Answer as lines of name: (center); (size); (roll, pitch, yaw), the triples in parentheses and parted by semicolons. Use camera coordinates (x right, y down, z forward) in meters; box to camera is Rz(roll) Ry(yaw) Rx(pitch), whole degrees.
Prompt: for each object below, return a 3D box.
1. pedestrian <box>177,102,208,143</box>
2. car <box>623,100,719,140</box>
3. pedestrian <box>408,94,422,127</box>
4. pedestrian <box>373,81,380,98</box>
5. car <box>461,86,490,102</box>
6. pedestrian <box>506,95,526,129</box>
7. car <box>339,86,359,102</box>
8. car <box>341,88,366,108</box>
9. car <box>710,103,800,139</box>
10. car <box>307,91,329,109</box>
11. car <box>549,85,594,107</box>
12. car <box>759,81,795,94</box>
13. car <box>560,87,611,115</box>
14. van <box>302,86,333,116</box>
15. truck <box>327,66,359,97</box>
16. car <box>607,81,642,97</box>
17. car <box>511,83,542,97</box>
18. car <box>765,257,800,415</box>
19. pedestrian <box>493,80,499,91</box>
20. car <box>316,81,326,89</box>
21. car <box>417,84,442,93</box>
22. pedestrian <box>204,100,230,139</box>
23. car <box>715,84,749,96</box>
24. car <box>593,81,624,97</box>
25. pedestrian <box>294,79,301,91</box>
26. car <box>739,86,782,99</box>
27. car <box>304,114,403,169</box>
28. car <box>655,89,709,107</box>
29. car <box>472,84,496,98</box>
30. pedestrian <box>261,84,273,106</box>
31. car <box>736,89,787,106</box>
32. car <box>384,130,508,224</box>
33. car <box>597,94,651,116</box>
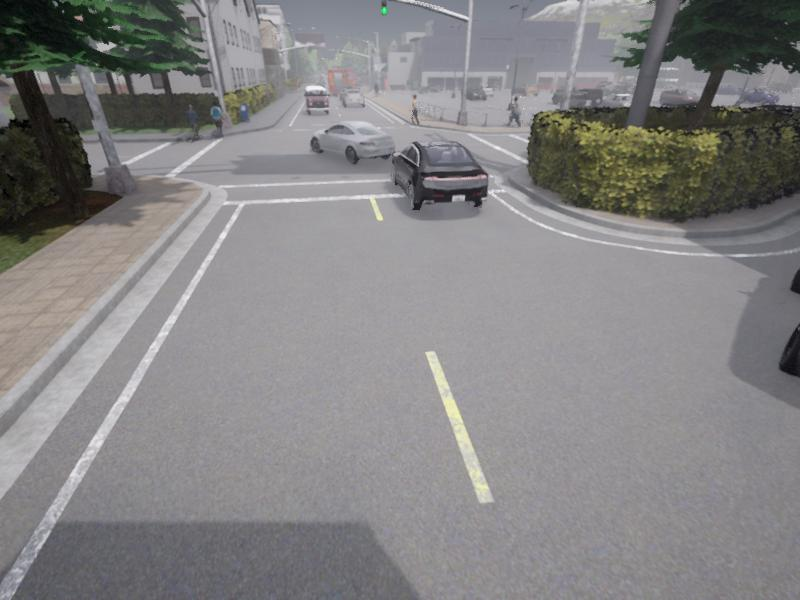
pedestrian: (-10.802, -9.275, 20.906); (0.751, 1.860, 0.751); (6, 30, 11)
car: (15.301, -10.262, 22.756); (3.866, 1.878, 1.905); (-5, 30, -8)
pedestrian: (0.945, -12.108, 25.564); (0.751, 1.860, 0.751); (-1, 30, -2)
pedestrian: (-3.025, -27.279, 51.865); (0.751, 1.860, 0.751); (4, 30, 7)
car: (9.231, -25.400, 49.294); (2.007, 1.523, 4.514); (-5, 30, -9)
pedestrian: (7.248, -11.784, 25.086); (0.751, 1.860, 0.751); (-5, 30, -8)
car: (-6.284, -25.064, 48.657); (2.038, 1.542, 4.974); (-5, 30, -8)
car: (-4.852, -20.898, 41.263); (2.152, 1.651, 5.027); (-5, 30, -8)
car: (21.668, -10.659, 23.730); (4.856, 1.649, 2.033); (-5, 30, -8)
car: (-8.166, -20.005, 39.947); (1.994, 1.385, 4.181); (-5, 30, -9)
car: (17.753, -21.257, 41.636); (1.932, 1.855, 4.605); (-5, 30, -9)
car: (67.988, -38.462, 72.345); (1.932, 1.855, 4.605); (-1, 30, 1)
car: (15.832, -17.162, 34.407); (1.905, 1.878, 3.866); (-5, 30, -9)
van: (-7.002, -16.752, 33.563); (2.069, 2.038, 4.480); (-7, 30, -12)
truck: (-8.339, -32.819, 59.939); (2.891, 3.827, 8.468); (2, 30, 4)
car: (33.341, -31.496, 59.629); (1.932, 1.855, 4.605); (-5, 30, -9)
car: (17.933, -29.955, 57.009); (2.152, 1.636, 5.027); (-5, 30, -9)
car: (6.526, -0.004, 4.919); (2.242, 1.667, 4.611); (25, 37, 37)
pedestrian: (18.378, -41.297, 76.854); (0.751, 1.860, 0.751); (-4, 30, -6)
car: (-16.534, -44.892, 83.457); (1.837, 1.490, 4.892); (-5, 30, -8)
car: (5.197, -37.468, 70.858); (4.193, 1.474, 1.816); (-5, 30, -8)
pedestrian: (-9.817, -9.696, 21.522); (0.751, 1.860, 0.751); (-4, 30, -7)
car: (51.685, -32.717, 62.364); (1.845, 1.501, 3.633); (-5, 30, -9)
car: (30.546, -31.073, 58.841); (1.905, 1.878, 3.866); (-5, 30, -9)
pedestrian: (-18.286, -38.309, 71.408); (0.751, 1.860, 0.751); (19, 35, 30)
car: (49.991, -28.839, 55.578); (1.970, 1.475, 3.806); (-5, 30, -9)
car: (-2.081, -6.910, 17.167); (1.812, 1.442, 4.674); (-23, 38, -33)
car: (30.153, -21.759, 42.946); (2.007, 1.523, 4.514); (-5, 30, -9)
car: (11.660, -29.201, 55.834); (1.970, 1.475, 3.806); (-5, 30, -9)
pedestrian: (-13.149, -20.280, 39.567); (0.751, 1.860, 0.751); (-6, 30, -10)
car: (40.011, -22.541, 44.381); (1.845, 1.501, 3.633); (-5, 30, -9)
car: (0.939, -3.669, 11.209); (2.128, 1.511, 4.902); (-5, 29, -8)
car: (19.212, -16.890, 34.510); (1.970, 1.475, 3.806); (-5, 30, -9)
